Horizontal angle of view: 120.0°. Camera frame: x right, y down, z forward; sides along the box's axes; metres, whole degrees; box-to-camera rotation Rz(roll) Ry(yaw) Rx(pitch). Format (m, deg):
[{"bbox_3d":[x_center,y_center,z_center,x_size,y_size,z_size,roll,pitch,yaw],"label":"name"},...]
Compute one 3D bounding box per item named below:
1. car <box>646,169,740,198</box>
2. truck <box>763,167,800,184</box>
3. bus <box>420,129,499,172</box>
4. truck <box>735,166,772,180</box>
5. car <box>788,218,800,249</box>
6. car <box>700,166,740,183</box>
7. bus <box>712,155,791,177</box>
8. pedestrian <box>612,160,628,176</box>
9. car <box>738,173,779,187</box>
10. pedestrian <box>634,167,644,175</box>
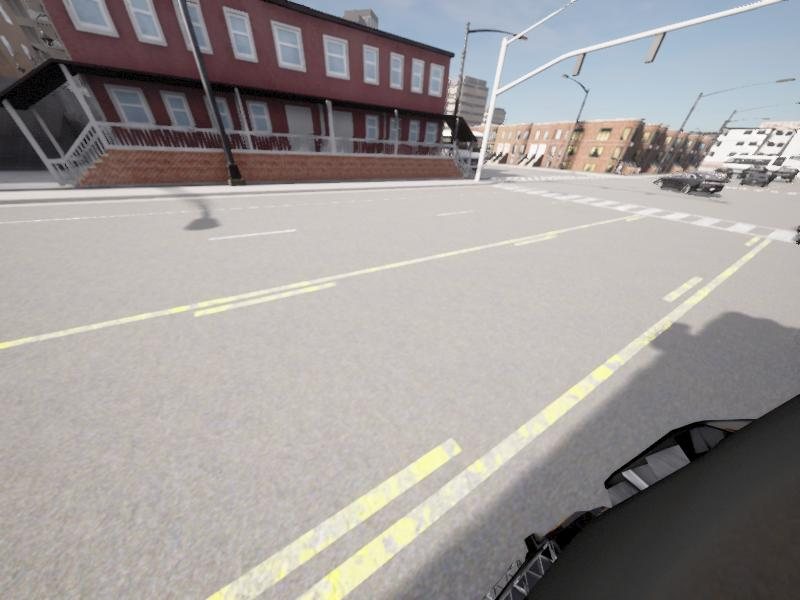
[{"bbox_3d":[24.000,-9.840,19.345,2.128,1.511,4.902,7,34,6],"label":"car"},{"bbox_3d":[63.937,-20.835,38.523,6.274,2.098,2.390,-16,38,-26],"label":"truck"},{"bbox_3d":[7.441,-20.384,31.534,3.944,4.253,10.273,-16,38,-26],"label":"bus"},{"bbox_3d":[64.718,-23.286,42.291,6.274,2.098,2.390,-16,38,-26],"label":"truck"},{"bbox_3d":[15.520,-2.549,7.689,4.792,1.488,2.163,-18,39,-29],"label":"car"},{"bbox_3d":[44.389,-17.425,32.061,4.605,1.855,1.932,-16,38,-26],"label":"car"},{"bbox_3d":[92.178,-35.620,61.112,3.944,4.253,10.273,1,34,-4],"label":"bus"},{"bbox_3d":[30.999,-18.619,32.535,0.751,1.860,0.751,-23,41,-33],"label":"pedestrian"},{"bbox_3d":[45.956,-15.431,29.627,4.181,1.385,1.994,-16,38,-26],"label":"car"},{"bbox_3d":[37.200,-20.105,35.956,0.500,1.100,0.500,-18,39,-28],"label":"pedestrian"}]
